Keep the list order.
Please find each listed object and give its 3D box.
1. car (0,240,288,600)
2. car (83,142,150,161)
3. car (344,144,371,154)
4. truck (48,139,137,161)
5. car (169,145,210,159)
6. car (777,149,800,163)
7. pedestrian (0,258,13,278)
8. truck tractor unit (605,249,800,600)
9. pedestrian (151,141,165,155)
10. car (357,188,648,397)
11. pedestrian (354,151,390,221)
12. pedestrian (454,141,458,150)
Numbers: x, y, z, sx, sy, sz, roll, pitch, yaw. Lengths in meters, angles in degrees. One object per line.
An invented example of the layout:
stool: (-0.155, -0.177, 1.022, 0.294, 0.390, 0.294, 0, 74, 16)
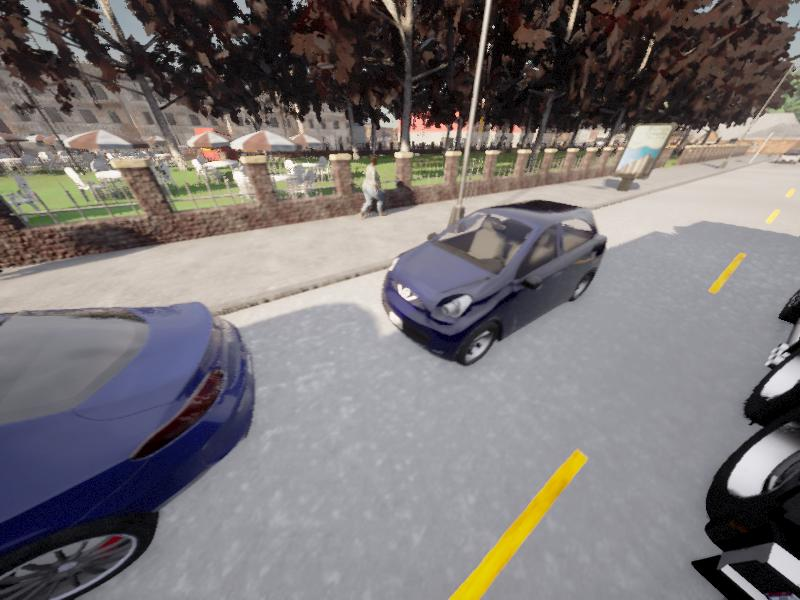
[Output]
car: (-3.379, 1.154, 1.060, 4.674, 1.442, 1.812, -21, 40, -27)
car: (-34.654, -18.333, 28.471, 4.605, 1.855, 1.932, -19, 39, -26)
car: (-8.469, -30.391, 46.382, 4.902, 1.511, 2.128, -20, 40, -27)
truck: (-39.080, -19.388, 29.761, 6.274, 2.098, 2.390, -21, 40, -28)
car: (-28.653, -20.242, 31.625, 3.806, 1.475, 1.970, -21, 40, -27)
car: (54.980, -20.041, 32.122, 5.357, 1.411, 2.033, -20, 40, -27)
pedestrian: (-7.768, -1.057, 3.601, 0.751, 1.860, 0.751, -18, 39, -25)
truck tractor unit: (5.082, -0.328, 0.823, 6.516, 4.208, 3.053, -19, 39, -25)
pedestrian: (-37.158, -23.352, 35.471, 0.751, 1.860, 0.751, -19, 39, -26)
car: (1.477, -0.573, 3.512, 3.633, 1.501, 1.845, -20, 40, -27)
pedestrian: (-0.864, -3.587, 7.317, 0.751, 1.860, 0.751, -20, 40, -26)
pedestrian: (15.100, -41.483, 62.024, 0.751, 1.860, 0.751, 10, 36, 14)
